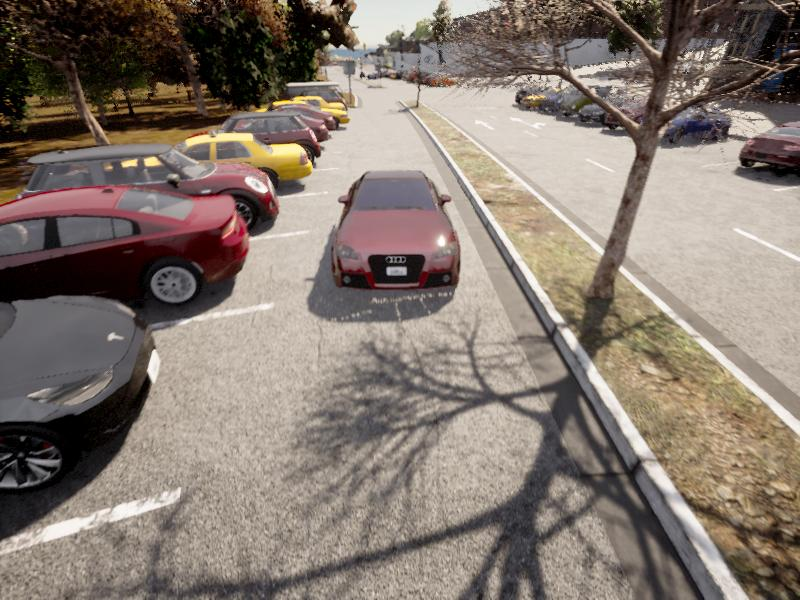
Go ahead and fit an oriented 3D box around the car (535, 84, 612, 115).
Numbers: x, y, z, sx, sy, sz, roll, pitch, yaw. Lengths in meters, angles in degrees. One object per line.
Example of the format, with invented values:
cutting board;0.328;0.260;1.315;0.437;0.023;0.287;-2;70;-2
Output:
car;12.310;-14.289;28.456;4.553;1.767;2.185;-12;33;-21

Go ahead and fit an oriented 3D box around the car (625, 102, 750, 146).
car;12.970;-8.028;18.129;4.674;1.452;2.002;-11;33;-20

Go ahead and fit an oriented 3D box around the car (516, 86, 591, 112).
car;11.892;-15.667;31.038;5.366;1.575;1.946;-13;33;-21

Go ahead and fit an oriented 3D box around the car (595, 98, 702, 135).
car;12.817;-9.559;20.733;4.674;1.452;2.002;-12;32;-20

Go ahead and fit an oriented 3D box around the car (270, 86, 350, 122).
car;-5.852;-12.822;26.069;4.553;1.767;2.185;-13;33;-20

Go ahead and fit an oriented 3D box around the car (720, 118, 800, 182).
car;13.201;-4.971;12.928;4.674;1.452;2.002;-11;32;-19

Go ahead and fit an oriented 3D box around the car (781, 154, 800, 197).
car;13.275;-3.682;10.160;5.566;2.045;2.435;-11;33;-19

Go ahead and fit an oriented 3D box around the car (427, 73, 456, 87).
car;7.088;-37.769;68.622;4.442;1.987;1.878;-16;34;-25

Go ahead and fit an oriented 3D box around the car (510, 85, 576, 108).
car;12.011;-17.181;33.695;4.792;1.488;2.163;-13;33;-22

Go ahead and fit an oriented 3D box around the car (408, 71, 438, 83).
car;4.696;-45.354;81.444;5.566;2.045;2.435;-16;34;-26

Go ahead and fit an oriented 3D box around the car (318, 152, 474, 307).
car;-0.096;-1.571;7.289;1.994;1.385;4.181;-1;30;-1

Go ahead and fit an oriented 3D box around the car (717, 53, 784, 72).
car;38.758;-26.369;44.364;2.231;1.521;4.892;-21;37;-22

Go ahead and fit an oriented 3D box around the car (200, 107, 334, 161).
car;-5.220;-6.687;15.943;4.674;1.452;2.002;-13;33;-19

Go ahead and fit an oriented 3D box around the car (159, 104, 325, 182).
car;-5.076;-5.338;13.315;4.553;1.767;2.185;-12;33;-18

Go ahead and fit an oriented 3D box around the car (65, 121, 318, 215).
car;-5.172;-3.690;10.757;5.366;1.575;1.946;-12;32;-18

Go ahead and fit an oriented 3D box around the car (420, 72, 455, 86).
car;6.677;-39.320;71.203;5.566;2.045;2.435;-16;34;-25

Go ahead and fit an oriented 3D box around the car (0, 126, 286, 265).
car;-4.948;-2.332;8.196;4.553;1.767;2.185;-12;32;-18

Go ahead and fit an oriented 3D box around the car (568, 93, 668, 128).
car;12.667;-11.119;23.313;4.892;1.521;2.231;-12;33;-20

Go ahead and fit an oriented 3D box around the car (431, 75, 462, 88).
car;7.627;-36.195;66.151;4.553;1.767;2.185;-15;34;-25

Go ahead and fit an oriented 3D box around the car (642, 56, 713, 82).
car;29.851;-25.069;43.375;2.435;2.045;5.566;-21;37;-22

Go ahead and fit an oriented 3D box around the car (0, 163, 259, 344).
car;-4.841;-0.730;5.711;5.008;1.535;2.097;-12;32;-17

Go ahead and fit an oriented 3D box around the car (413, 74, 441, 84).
car;5.344;-43.676;79.088;5.366;1.575;1.946;-16;34;-26

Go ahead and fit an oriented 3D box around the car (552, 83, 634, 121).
car;12.376;-12.819;25.754;4.442;1.987;1.878;-12;33;-21

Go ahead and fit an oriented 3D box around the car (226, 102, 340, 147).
car;-5.360;-8.184;18.494;4.674;1.452;2.002;-13;33;-19

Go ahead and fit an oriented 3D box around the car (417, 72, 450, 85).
car;6.224;-40.844;73.791;5.566;2.045;2.435;-16;34;-25

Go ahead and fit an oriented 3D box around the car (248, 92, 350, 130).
car;-5.862;-11.175;23.510;5.366;1.575;1.946;-13;33;-19

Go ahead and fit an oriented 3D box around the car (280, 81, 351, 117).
car;-5.988;-14.424;28.598;4.442;1.987;1.878;-13;32;-20

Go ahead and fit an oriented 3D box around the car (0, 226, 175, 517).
car;-4.769;0.786;3.187;4.792;1.488;2.163;-11;32;-17

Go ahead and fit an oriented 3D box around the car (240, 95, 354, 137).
car;-5.352;-9.760;21.088;5.366;1.575;1.946;-13;32;-19

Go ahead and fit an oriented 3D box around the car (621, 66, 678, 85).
car;26.894;-24.337;43.274;2.002;1.452;4.674;-21;37;-22
